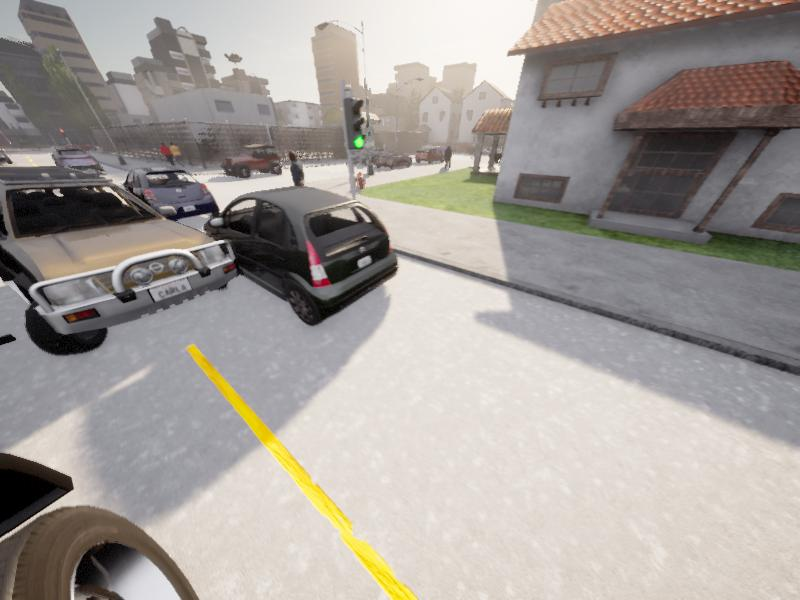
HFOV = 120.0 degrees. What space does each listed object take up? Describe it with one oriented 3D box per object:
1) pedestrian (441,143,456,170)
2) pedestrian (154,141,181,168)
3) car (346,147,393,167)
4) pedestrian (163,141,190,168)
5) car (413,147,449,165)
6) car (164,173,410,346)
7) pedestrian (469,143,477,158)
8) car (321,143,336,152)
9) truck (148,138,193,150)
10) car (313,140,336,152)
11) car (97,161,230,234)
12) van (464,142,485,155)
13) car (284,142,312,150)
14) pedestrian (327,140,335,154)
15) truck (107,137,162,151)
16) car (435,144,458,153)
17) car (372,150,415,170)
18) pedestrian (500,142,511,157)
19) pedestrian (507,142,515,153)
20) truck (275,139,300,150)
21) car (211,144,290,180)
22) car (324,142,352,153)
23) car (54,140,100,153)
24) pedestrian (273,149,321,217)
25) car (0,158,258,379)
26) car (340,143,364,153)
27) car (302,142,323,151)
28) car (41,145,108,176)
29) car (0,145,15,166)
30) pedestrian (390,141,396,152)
[{"bbox_3d":[4.190,-12.382,19.934,0.751,1.860,0.751,23,41,29],"label":"pedestrian"},{"bbox_3d":[-19.300,-12.127,19.228,0.751,1.860,0.751,22,40,28],"label":"pedestrian"},{"bbox_3d":[-3.102,-15.251,24.478,2.128,1.511,4.902,23,41,29],"label":"car"},{"bbox_3d":[-18.220,-11.870,18.874,0.751,1.860,0.751,23,41,29],"label":"pedestrian"},{"bbox_3d":[3.577,-16.566,26.445,2.007,1.525,4.514,23,41,28],"label":"car"},{"bbox_3d":[-2.017,-1.157,4.193,3.988,1.617,1.851,23,41,29],"label":"car"},{"bbox_3d":[10.847,-22.338,34.491,0.751,1.860,0.751,6,35,7],"label":"pedestrian"},{"bbox_3d":[-14.004,-29.871,45.228,1.481,1.379,2.207,23,41,29],"label":"car"},{"bbox_3d":[-50.469,-34.524,50.954,2.390,2.098,6.274,23,41,28],"label":"truck"},{"bbox_3d":[-15.245,-31.177,46.717,1.905,1.878,3.866,23,41,29],"label":"car"},{"bbox_3d":[-7.721,-3.527,7.583,3.633,1.501,1.845,23,41,29],"label":"car"},{"bbox_3d":[13.671,-28.155,42.801,1.775,1.987,4.442,-5,35,-7],"label":"van"},{"bbox_3d":[-22.873,-34.565,51.878,2.033,1.415,5.357,23,41,29],"label":"car"},{"bbox_3d":[-11.415,-25.318,38.279,0.751,1.860,0.751,14,37,18],"label":"pedestrian"},{"bbox_3d":[-51.081,-30.123,44.632,2.390,2.098,6.274,23,41,29],"label":"truck"},{"bbox_3d":[9.487,-30.941,47.191,4.193,1.474,1.816,28,43,33],"label":"car"},{"bbox_3d":[-0.516,-13.287,21.822,1.994,1.385,4.181,22,40,28],"label":"car"},{"bbox_3d":[15.627,-22.249,34.232,0.751,1.860,0.751,-1,35,-2],"label":"pedestrian"},{"bbox_3d":[22.061,-30.291,45.872,0.751,1.860,0.751,23,41,29],"label":"pedestrian"},{"bbox_3d":[-25.979,-36.248,53.702,2.069,2.038,4.478,23,41,29],"label":"truck"},{"bbox_3d":[-10.250,-9.776,16.192,1.905,1.878,3.866,21,40,27],"label":"car"},{"bbox_3d":[-11.921,-29.511,44.557,2.242,1.667,4.611,23,41,29],"label":"car"},{"bbox_3d":[-54.905,-26.230,39.425,1.851,1.617,3.988,3,35,4],"label":"car"},{"bbox_3d":[-3.239,-3.734,7.428,0.751,1.860,0.751,4,35,5],"label":"pedestrian"},{"bbox_3d":[-4.941,-1.011,3.700,4.605,1.855,1.932,19,35,21],"label":"car"},{"bbox_3d":[-8.922,-28.711,43.571,1.816,1.474,4.193,23,41,29],"label":"car"},{"bbox_3d":[-18.843,-33.209,49.880,1.845,1.501,3.633,23,41,29],"label":"car"},{"bbox_3d":[-24.300,-10.490,17.252,4.856,1.649,2.033,23,41,29],"label":"car"},{"bbox_3d":[-37.605,-13.273,21.195,4.193,1.474,1.816,23,41,28],"label":"car"},{"bbox_3d":[-1.386,-29.956,45.068,0.751,1.860,0.751,27,43,33],"label":"pedestrian"}]
